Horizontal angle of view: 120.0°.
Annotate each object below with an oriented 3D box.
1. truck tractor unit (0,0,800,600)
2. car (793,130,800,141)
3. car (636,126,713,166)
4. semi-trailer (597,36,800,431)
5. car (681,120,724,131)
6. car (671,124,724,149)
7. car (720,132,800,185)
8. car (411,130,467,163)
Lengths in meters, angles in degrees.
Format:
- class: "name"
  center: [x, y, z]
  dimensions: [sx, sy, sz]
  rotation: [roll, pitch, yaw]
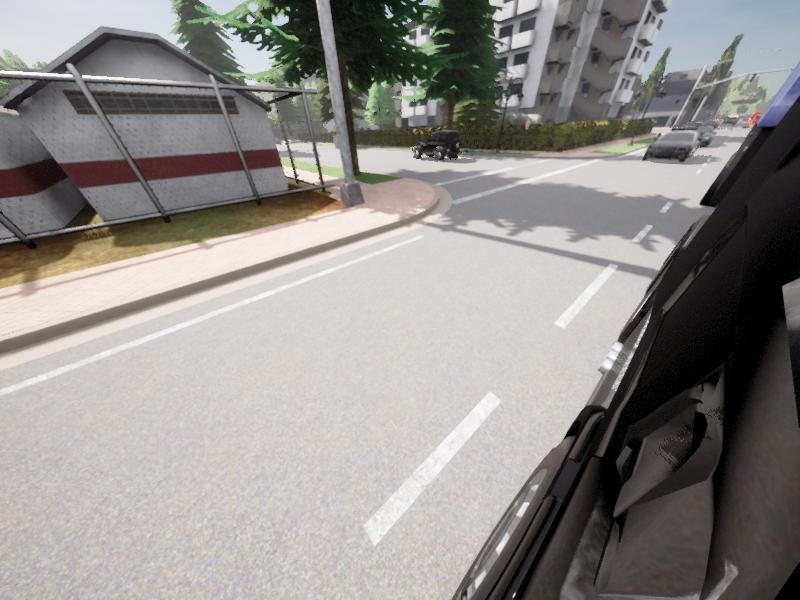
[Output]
- class: "truck tractor unit"
  center: [2.645, -0.295, 0.351]
  dimensions: [6.516, 4.208, 3.053]
  rotation: [-28, 44, -30]
- class: "car"
  center: [39.556, -16.066, 21.717]
  dimensions: [5.366, 1.575, 1.801]
  rotation: [-28, 44, -30]
- class: "car"
  center: [16.674, -9.424, 13.998]
  dimensions: [5.238, 1.638, 1.930]
  rotation: [-28, 44, -30]
- class: "semi-trailer"
  center: [8.734, -3.563, 4.217]
  dimensions: [14.254, 4.402, 2.717]
  rotation: [-28, 43, -30]
- class: "car"
  center: [57.314, -33.178, 43.883]
  dimensions: [4.674, 1.442, 1.812]
  rotation: [7, 38, 13]
- class: "car"
  center: [25.930, -14.285, 20.120]
  dimensions: [4.974, 1.542, 2.038]
  rotation: [-28, 44, -30]
- class: "car"
  center: [15.514, -5.994, 9.602]
  dimensions: [3.806, 1.475, 1.970]
  rotation: [-27, 43, -30]
- class: "car"
  center: [2.887, -11.953, 17.899]
  dimensions: [1.905, 1.878, 3.866]
  rotation: [-29, 44, -31]
